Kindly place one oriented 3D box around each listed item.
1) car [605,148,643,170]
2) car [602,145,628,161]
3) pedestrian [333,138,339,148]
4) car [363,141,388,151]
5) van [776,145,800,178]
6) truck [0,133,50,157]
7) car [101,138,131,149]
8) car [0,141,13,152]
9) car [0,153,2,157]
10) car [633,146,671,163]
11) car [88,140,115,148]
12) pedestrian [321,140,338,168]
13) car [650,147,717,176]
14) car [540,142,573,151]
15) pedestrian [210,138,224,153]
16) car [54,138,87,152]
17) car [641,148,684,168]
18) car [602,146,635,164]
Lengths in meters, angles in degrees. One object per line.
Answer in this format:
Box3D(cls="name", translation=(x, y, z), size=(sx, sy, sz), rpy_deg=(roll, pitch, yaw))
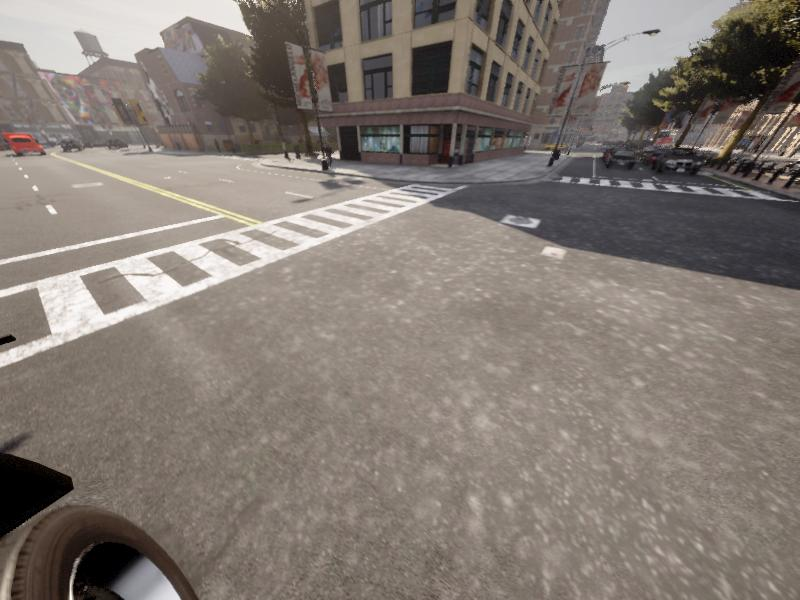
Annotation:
Box3D(cls="car", translation=(20.711, -13.212, 21.564), size=(1.812, 1.442, 4.674), rpy_deg=(22, 41, 28))
Box3D(cls="car", translation=(28.172, -19.473, 30.461), size=(1.837, 1.490, 4.892), rpy_deg=(22, 40, 27))
Box3D(cls="pedestrian", translation=(-14.166, -34.877, 51.367), size=(0.751, 1.860, 0.751), rpy_deg=(21, 40, 27))
Box3D(cls="car", translation=(-4.711, -30.689, 45.994), size=(1.930, 1.638, 5.238), rpy_deg=(22, 41, 28))
Box3D(cls="van", translation=(29.534, -9.316, 15.249), size=(2.351, 2.431, 6.366), rpy_deg=(22, 41, 28))
Box3D(cls="truck", translation=(-49.672, -20.559, 30.551), size=(5.204, 2.467, 2.627), rpy_deg=(23, 41, 28))
Box3D(cls="car", translation=(-58.853, -32.535, 47.992), size=(1.932, 1.855, 4.605), rpy_deg=(-15, 38, -20))
Box3D(cls="car", translation=(-67.177, -25.222, 37.915), size=(2.002, 1.452, 4.674), rpy_deg=(-22, 41, -28))
Box3D(cls="car", translation=(-53.361, -19.212, 29.549), size=(3.806, 1.475, 1.970), rpy_deg=(23, 41, 28))
Box3D(cls="car", translation=(30.413, -17.765, 28.041), size=(2.128, 1.511, 4.902), rpy_deg=(22, 41, 28))
Box3D(cls="car", translation=(-69.672, -36.532, 54.000), size=(1.970, 1.475, 3.806), rpy_deg=(-11, 37, -15))
Box3D(cls="pedestrian", translation=(-5.747, -11.879, 18.800), size=(0.751, 1.860, 0.751), rpy_deg=(26, 43, 32))
Box3D(cls="car", translation=(22.485, -11.277, 18.634), size=(2.242, 1.667, 4.611), rpy_deg=(22, 41, 28))
Box3D(cls="car", translation=(33.560, -32.960, 49.566), size=(5.366, 1.575, 1.801), rpy_deg=(10, 36, 13))
Box3D(cls="pedestrian", translation=(-26.867, -22.678, 33.960), size=(0.751, 1.860, 0.751), rpy_deg=(7, 36, 9))
Box3D(cls="car", translation=(-56.226, -26.593, 39.580), size=(1.932, 1.855, 4.605), rpy_deg=(-25, 42, -31))
Box3D(cls="car", translation=(26.611, -14.567, 23.597), size=(1.994, 1.385, 4.181), rpy_deg=(22, 41, 28))
Box3D(cls="car", translation=(24.466, -16.394, 26.036), size=(2.007, 1.525, 4.514), rpy_deg=(22, 41, 28))
